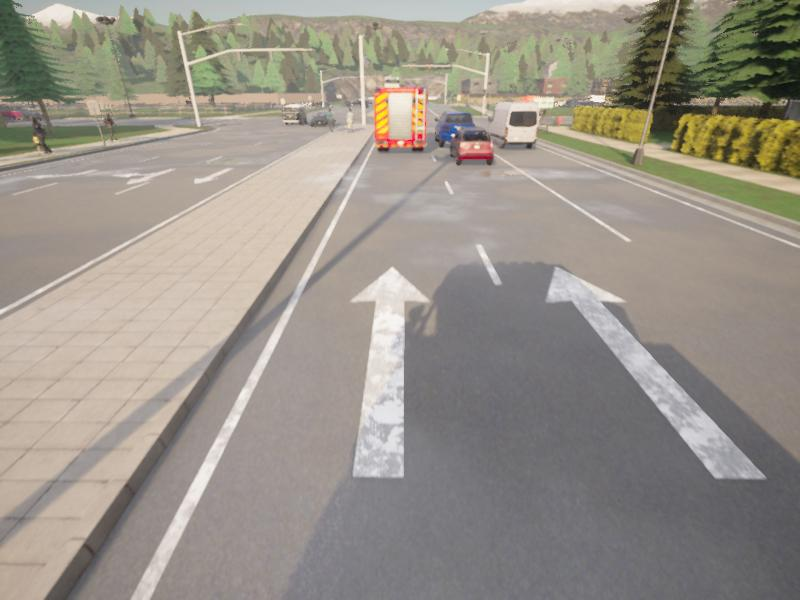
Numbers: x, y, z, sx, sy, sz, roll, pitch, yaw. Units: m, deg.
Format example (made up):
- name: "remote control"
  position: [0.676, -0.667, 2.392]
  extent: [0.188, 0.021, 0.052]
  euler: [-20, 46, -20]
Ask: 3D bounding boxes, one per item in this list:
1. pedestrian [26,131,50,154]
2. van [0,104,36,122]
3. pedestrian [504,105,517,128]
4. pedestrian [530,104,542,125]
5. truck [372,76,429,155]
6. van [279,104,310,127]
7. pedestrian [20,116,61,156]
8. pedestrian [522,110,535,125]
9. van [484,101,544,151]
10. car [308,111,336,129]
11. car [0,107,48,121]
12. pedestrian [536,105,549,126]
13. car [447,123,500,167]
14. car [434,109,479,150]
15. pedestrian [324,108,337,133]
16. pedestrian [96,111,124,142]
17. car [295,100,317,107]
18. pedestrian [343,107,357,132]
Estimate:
- name: "pedestrian"
  position: [-19.507, -8.477, 21.570]
  extent: [0.500, 1.100, 0.500]
  euler: [-4, 28, -8]
- name: "van"
  position: [-49.495, -23.698, 50.763]
  extent: [4.442, 1.987, 1.775]
  euler: [0, 27, 1]
- name: "pedestrian"
  position: [10.049, -16.646, 36.338]
  extent: [0.751, 1.860, 0.751]
  euler: [-2, 27, -4]
- name: "pedestrian"
  position: [13.610, -18.598, 40.132]
  extent: [0.751, 1.860, 0.751]
  euler: [13, 30, 24]
- name: "truck"
  position: [0.024, -11.637, 24.986]
  extent: [2.891, 3.827, 8.468]
  euler: [0, 27, 0]
- name: "van"
  position: [-11.336, -20.035, 43.311]
  extent: [2.069, 2.038, 4.480]
  euler: [0, 27, 1]
- name: "pedestrian"
  position: [-18.871, -8.636, 21.044]
  extent: [0.751, 1.860, 0.751]
  euler: [4, 28, 7]
- name: "pedestrian"
  position: [13.022, -18.496, 40.549]
  extent: [0.751, 1.300, 0.751]
  euler: [-22, 34, -36]
- name: "van"
  position: [7.029, -11.203, 25.489]
  extent: [1.988, 2.561, 5.915]
  euler: [0, 27, 0]
- name: "car"
  position: [-7.875, -18.426, 40.888]
  extent: [1.994, 1.385, 4.181]
  euler: [0, 27, 1]
- name: "car"
  position: [-51.051, -25.127, 53.980]
  extent: [4.974, 1.542, 2.038]
  euler: [0, 27, 1]
- name: "pedestrian"
  position: [13.734, -17.805, 38.593]
  extent: [0.751, 1.860, 0.751]
  euler: [0, 27, 1]
- name: "car"
  position: [3.497, -7.751, 19.838]
  extent: [1.851, 1.617, 3.988]
  euler: [0, 27, 0]
- name: "car"
  position: [3.522, -11.215, 26.077]
  extent: [2.150, 2.045, 5.566]
  euler: [0, 27, 0]
- name: "pedestrian"
  position: [-5.675, -14.657, 32.641]
  extent: [0.751, 1.860, 0.751]
  euler: [0, 27, 1]
- name: "pedestrian"
  position: [-19.454, -11.659, 26.911]
  extent: [0.751, 1.860, 0.751]
  euler: [3, 27, 6]
- name: "car"
  position: [-23.951, -49.972, 101.945]
  extent: [4.974, 1.542, 2.038]
  euler: [0, 27, 0]
- name: "pedestrian"
  position: [-4.148, -15.050, 33.391]
  extent: [0.751, 1.860, 0.751]
  euler: [12, 30, 22]
